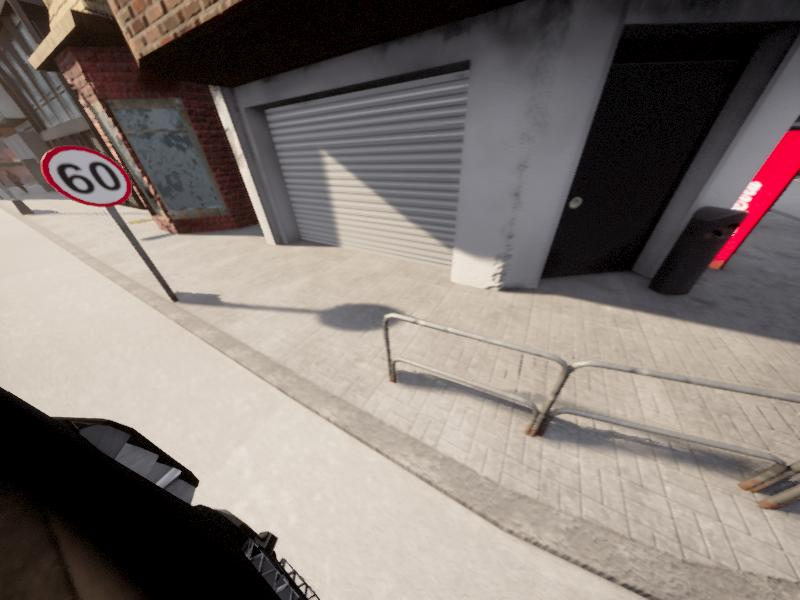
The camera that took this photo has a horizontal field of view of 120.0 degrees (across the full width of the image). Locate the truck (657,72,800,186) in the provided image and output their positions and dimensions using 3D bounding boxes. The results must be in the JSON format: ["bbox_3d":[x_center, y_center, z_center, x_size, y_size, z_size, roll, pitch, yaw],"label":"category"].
[{"bbox_3d":[18.031,-8.871,12.343,2.891,3.827,8.468,16,38,26],"label":"truck"}]

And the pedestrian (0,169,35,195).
[{"bbox_3d":[-32.495,-10.034,19.606,0.751,1.860,0.751,21,41,31],"label":"pedestrian"}]
